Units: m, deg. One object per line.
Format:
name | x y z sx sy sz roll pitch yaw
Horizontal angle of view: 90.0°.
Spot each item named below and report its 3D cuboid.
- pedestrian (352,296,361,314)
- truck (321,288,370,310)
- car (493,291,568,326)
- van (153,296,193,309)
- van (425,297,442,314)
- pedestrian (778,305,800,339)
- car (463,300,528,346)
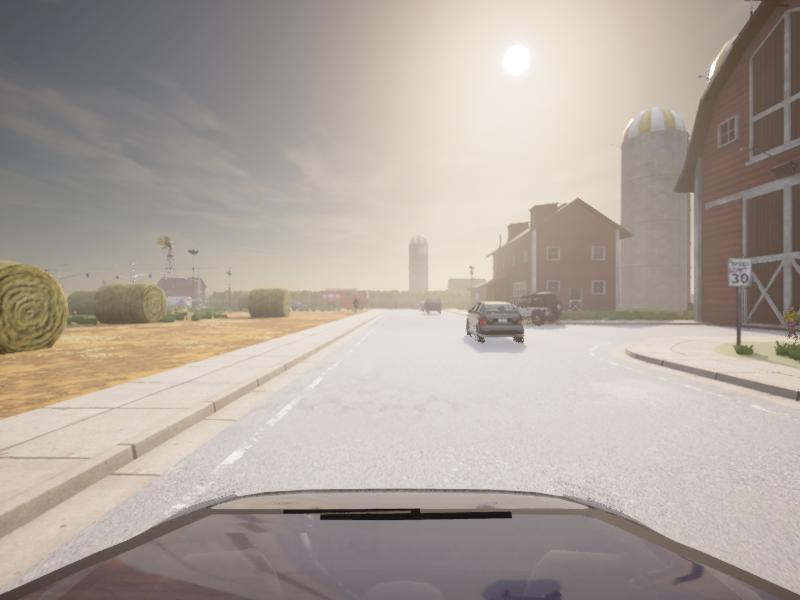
pedestrian | -4.744 0.552 43.562 0.751 1.860 0.751 0 0 6
truck | -9.876 -0.182 72.979 8.468 3.827 2.891 0 0 2
car | 7.988 0.527 24.751 1.905 1.878 3.866 -8 3 -42
van | -44.011 0.518 77.571 6.366 2.431 2.351 0 0 -4
van | 4.143 0.676 50.228 1.775 1.987 4.442 0 0 1
pedestrian | 13.366 0.741 13.638 0.500 1.100 0.500 0 0 -19
car | 3.704 0.811 16.123 1.789 1.549 3.705 0 1 1
